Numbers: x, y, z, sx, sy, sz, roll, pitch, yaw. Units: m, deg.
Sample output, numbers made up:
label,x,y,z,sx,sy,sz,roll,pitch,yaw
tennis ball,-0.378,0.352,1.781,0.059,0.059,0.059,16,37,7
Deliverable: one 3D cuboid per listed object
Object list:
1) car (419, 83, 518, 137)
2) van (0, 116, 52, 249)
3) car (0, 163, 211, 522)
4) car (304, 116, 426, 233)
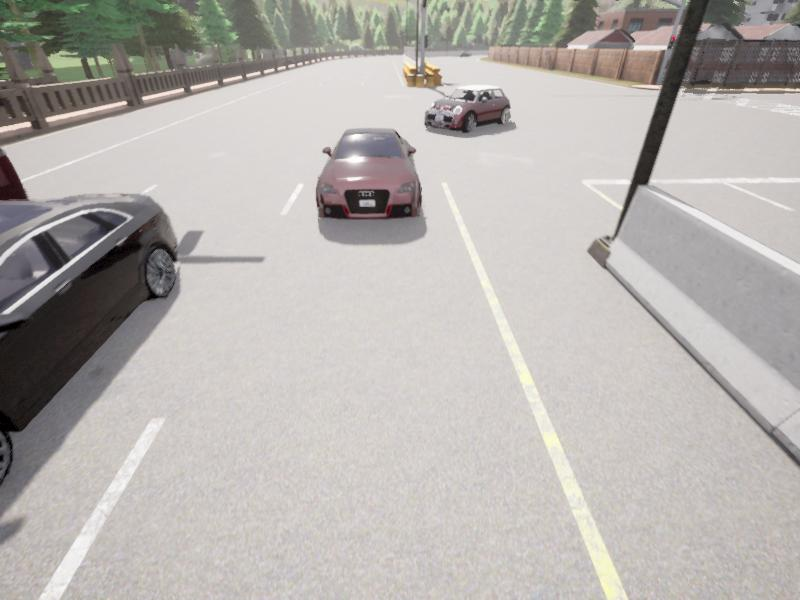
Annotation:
label,x,y,z,sx,sy,sz,roll,pitch,yaw
car,2.810,-7.807,16.232,1.970,1.475,3.806,28,42,36
van,-7.527,-1.139,5.273,1.775,1.987,4.442,-1,32,-1
car,-3.970,0.078,3.818,2.128,1.511,4.902,-1,32,-1
car,-0.639,-2.939,8.694,1.994,1.385,4.181,-1,33,-1
